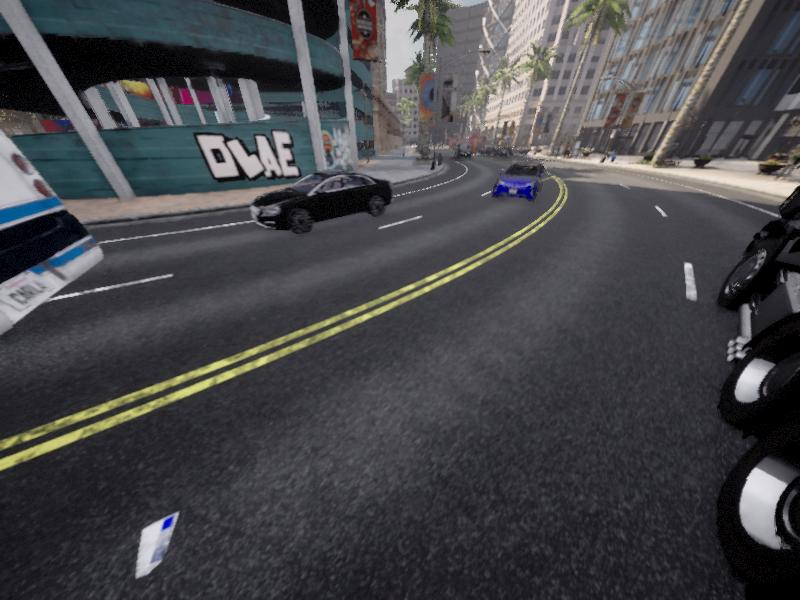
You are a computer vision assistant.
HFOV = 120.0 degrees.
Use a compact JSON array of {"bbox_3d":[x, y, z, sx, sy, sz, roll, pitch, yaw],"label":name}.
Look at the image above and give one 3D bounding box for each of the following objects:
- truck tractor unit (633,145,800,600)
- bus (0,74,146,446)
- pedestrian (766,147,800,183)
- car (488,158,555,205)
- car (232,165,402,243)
[{"bbox_3d":[4.893,-0.474,1.041,6.516,4.208,3.053,-26,42,-33],"label":"truck tractor unit"},{"bbox_3d":[-8.855,0.121,0.136,10.273,4.253,3.944,-17,38,-21],"label":"bus"},{"bbox_3d":[24.473,-8.418,14.422,0.751,1.860,0.751,19,39,25],"label":"pedestrian"},{"bbox_3d":[6.280,-6.193,11.784,2.007,1.525,4.514,20,39,26],"label":"car"},{"bbox_3d":[-2.438,-3.567,7.964,4.902,1.511,2.128,-28,43,-34],"label":"car"}]
